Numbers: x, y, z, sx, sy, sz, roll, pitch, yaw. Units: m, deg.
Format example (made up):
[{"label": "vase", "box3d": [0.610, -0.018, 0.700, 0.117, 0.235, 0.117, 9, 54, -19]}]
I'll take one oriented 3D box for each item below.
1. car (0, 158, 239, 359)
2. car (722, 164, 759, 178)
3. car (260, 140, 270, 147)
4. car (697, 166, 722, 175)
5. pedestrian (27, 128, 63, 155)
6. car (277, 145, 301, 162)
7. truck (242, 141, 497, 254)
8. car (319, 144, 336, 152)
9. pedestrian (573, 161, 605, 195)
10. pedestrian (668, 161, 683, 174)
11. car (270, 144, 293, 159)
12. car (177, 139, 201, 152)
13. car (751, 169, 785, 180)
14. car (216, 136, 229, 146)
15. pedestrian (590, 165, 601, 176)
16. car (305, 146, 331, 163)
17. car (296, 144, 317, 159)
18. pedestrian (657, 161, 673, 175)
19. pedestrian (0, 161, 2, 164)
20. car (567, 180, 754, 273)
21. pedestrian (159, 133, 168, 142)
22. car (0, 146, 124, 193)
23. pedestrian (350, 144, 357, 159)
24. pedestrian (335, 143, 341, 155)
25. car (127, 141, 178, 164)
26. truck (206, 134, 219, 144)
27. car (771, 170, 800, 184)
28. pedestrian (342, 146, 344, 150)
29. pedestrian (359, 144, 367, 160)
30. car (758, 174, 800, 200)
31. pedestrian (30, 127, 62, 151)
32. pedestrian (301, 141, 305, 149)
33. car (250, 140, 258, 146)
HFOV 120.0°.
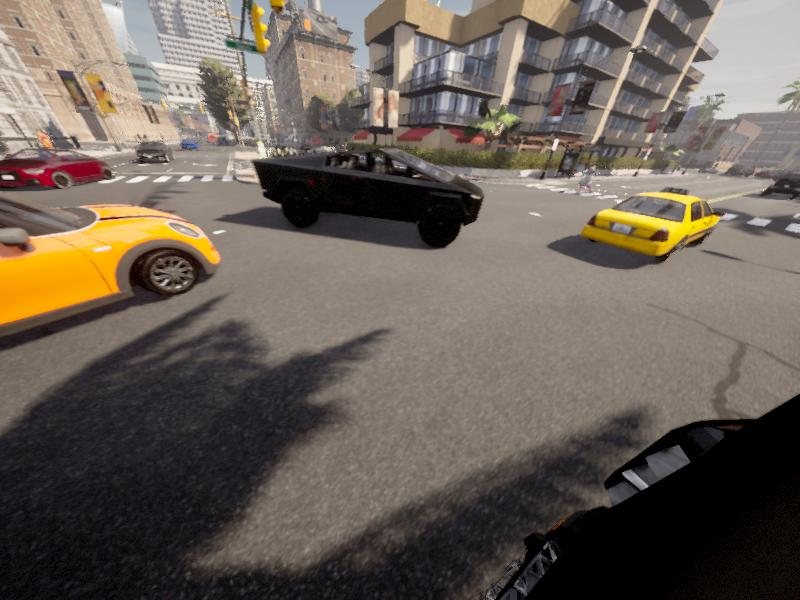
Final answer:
[{"label": "car", "box3d": [-5.135, -0.557, 2.734, 2.097, 1.767, 4.553, 22, 38, 26]}, {"label": "car", "box3d": [67.609, -25.772, 45.976, 2.150, 2.045, 5.566, 24, 39, 28]}, {"label": "car", "box3d": [-46.557, -54.073, 79.739, 2.152, 1.651, 5.027, -16, 38, -26]}, {"label": "car", "box3d": [65.958, -27.657, 49.316, 1.895, 1.301, 4.718, 24, 39, 28]}, {"label": "pedestrian", "box3d": [-29.775, -13.303, 19.419, 0.751, 1.860, 0.751, -19, 40, -29]}, {"label": "car", "box3d": [-13.462, -17.804, 28.037, 1.789, 1.549, 3.705, -16, 38, -26]}, {"label": "truck", "box3d": [-0.774, -3.246, 6.822, 6.274, 2.098, 2.390, 11, 35, 12]}, {"label": "car", "box3d": [-18.739, -39.211, 59.601, 3.633, 1.501, 1.845, -16, 38, -27]}, {"label": "pedestrian", "box3d": [12.370, -8.024, 15.179, 0.751, 1.860, 0.751, -16, 38, -26]}, {"label": "pedestrian", "box3d": [47.295, -22.757, 39.694, 0.751, 1.860, 0.751, -17, 39, -27]}, {"label": "car", "box3d": [-16.603, -20.872, 32.390, 2.007, 1.525, 4.514, -16, 38, -26]}, {"label": "car", "box3d": [-32.906, -24.296, 36.190, 1.882, 1.535, 5.008, -16, 38, -26]}, {"label": "car", "box3d": [69.990, -23.963, 44.047, 1.994, 1.385, 4.181, 24, 39, 28]}, {"label": "car", "box3d": [-47.608, -42.804, 62.197, 2.150, 2.045, 5.566, -16, 38, -26]}, {"label": "pedestrian", "box3d": [23.051, -15.255, 27.238, 0.500, 1.100, 0.500, -14, 37, -24]}, {"label": "car", "box3d": [-10.697, -18.899, 29.946, 1.837, 1.490, 4.892, -16, 38, -26]}, {"label": "car", "box3d": [-13.917, -22.117, 34.392, 1.851, 1.617, 3.988, -16, 38, -26]}, {"label": "pedestrian", "box3d": [41.245, -20.599, 35.988, 0.751, 1.860, 0.751, -15, 38, -25]}, {"label": "pedestrian", "box3d": [-24.107, -8.730, 13.044, 0.751, 1.860, 0.751, -23, 42, -34]}, {"label": "car", "box3d": [7.577, -2.395, 6.690, 5.366, 1.575, 1.801, -16, 38, -26]}, {"label": "pedestrian", "box3d": [-59.154, -40.578, 57.796, 0.751, 1.860, 0.751, -14, 37, -23]}, {"label": "car", "box3d": [-15.394, -5.897, 10.266, 1.994, 1.385, 4.181, -6, 35, -14]}, {"label": "pedestrian", "box3d": [-7.114, -22.900, 35.559, 0.751, 1.860, 0.751, -14, 37, -23]}, {"label": "pedestrian", "box3d": [-11.477, -28.083, 42.950, 0.751, 1.860, 0.751, -13, 37, -23]}, {"label": "car", "box3d": [-21.365, -12.935, 20.188, 1.837, 1.490, 4.892, -16, 38, -26]}, {"label": "truck", "box3d": [-62.497, -53.787, 77.018, 2.627, 2.467, 5.204, -16, 38, -26]}, {"label": "car", "box3d": [63.122, -19.843, 37.216, 2.242, 1.667, 4.611, 30, 42, 34]}, {"label": "pedestrian", "box3d": [-17.084, -45.400, 69.041, 0.500, 1.100, 0.500, -18, 39, -28]}, {"label": "pedestrian", "box3d": [-5.425, -21.655, 33.835, 0.751, 1.860, 0.751, -18, 39, -28]}, {"label": "car", "box3d": [32.497, -9.506, 19.271, 3.988, 1.617, 1.851, -16, 38, -26]}, {"label": "pedestrian", "box3d": [-35.182, -15.988, 22.996, 0.751, 1.860, 0.751, -14, 37, -24]}, {"label": "pedestrian", "box3d": [-27.878, -44.717, 66.476, 0.751, 1.860, 0.751, -14, 37, -23]}, {"label": "car", "box3d": [-48.314, -52.052, 76.398, 1.801, 1.575, 5.366, -16, 38, -26]}]
